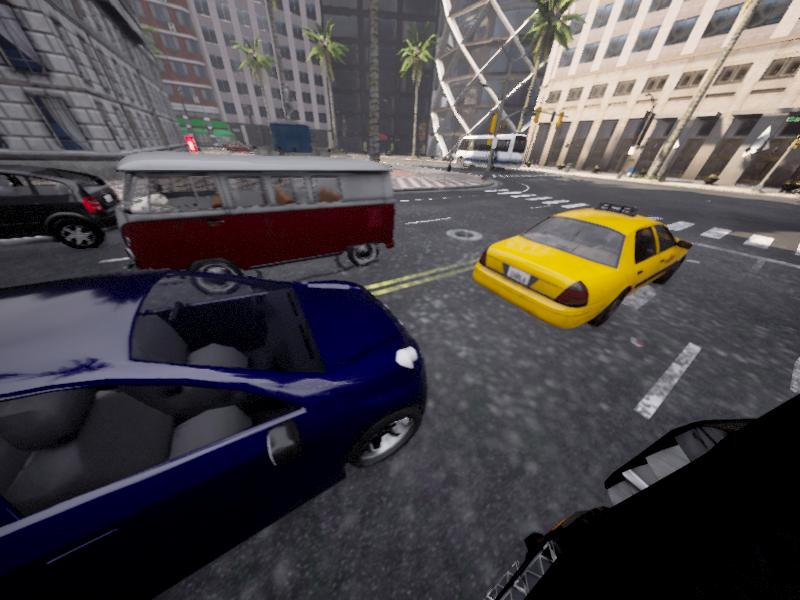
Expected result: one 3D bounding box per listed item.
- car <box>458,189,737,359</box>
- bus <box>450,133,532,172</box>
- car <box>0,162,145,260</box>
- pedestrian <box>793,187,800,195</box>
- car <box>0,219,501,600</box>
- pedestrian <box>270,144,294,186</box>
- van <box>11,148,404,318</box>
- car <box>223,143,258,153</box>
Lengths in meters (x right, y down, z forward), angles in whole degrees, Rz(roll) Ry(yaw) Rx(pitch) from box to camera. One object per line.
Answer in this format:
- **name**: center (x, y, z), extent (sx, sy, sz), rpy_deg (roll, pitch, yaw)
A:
- **car**: center (3.856, -1.014, 4.407), extent (5.366, 1.575, 1.801), rpy_deg (-17, 38, -27)
- **bus**: center (12.785, -21.751, 34.086), extent (3.944, 4.253, 10.273), rpy_deg (-18, 39, -29)
- **car**: center (-8.353, -1.849, 4.697), extent (3.705, 1.549, 1.789), rpy_deg (-17, 38, -27)
- **pedestrian**: center (37.395, -10.584, 21.041), extent (0.751, 1.860, 0.751), rpy_deg (-17, 39, -28)
- **car**: center (-1.487, 0.609, 1.560), extent (3.633, 1.501, 1.845), rpy_deg (-16, 38, -27)
- **pedestrian**: center (-6.281, -7.206, 12.380), extent (0.751, 1.860, 0.751), rpy_deg (-10, 36, -19)
- **van**: center (-2.320, -1.571, 4.381), extent (4.442, 1.987, 1.775), rpy_deg (-17, 38, -27)
- **car**: center (-30.165, -28.880, 43.909), extent (4.792, 1.488, 2.163), rpy_deg (-6, 35, -14)
